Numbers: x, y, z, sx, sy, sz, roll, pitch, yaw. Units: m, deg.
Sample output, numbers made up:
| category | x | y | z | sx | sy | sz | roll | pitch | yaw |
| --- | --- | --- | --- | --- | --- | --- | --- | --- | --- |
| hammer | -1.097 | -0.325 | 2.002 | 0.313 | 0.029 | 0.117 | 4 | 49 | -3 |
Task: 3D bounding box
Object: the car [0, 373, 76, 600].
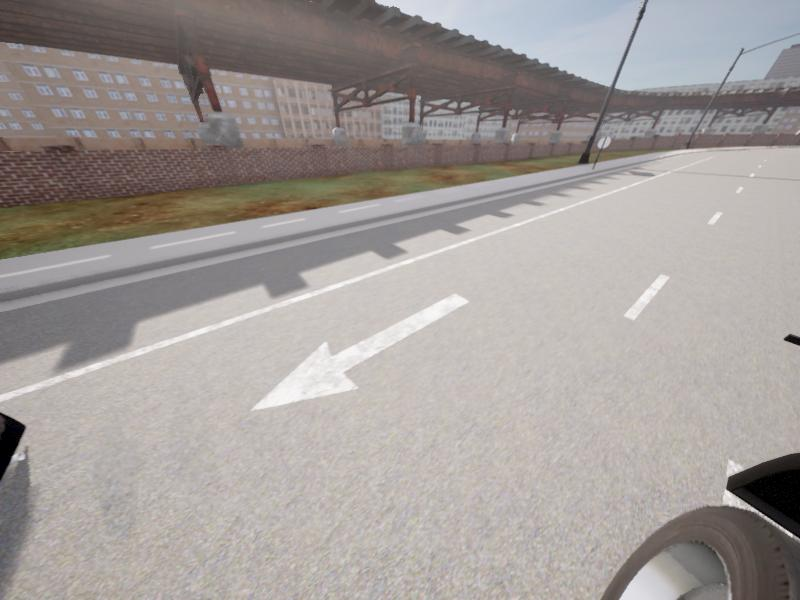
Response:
| category | x | y | z | sx | sy | sz | roll | pitch | yaw |
| --- | --- | --- | --- | --- | --- | --- | --- | --- | --- |
| car | -4.089 | 1.612 | 0.335 | 3.633 | 1.501 | 1.845 | -23 | 41 | -29 |
